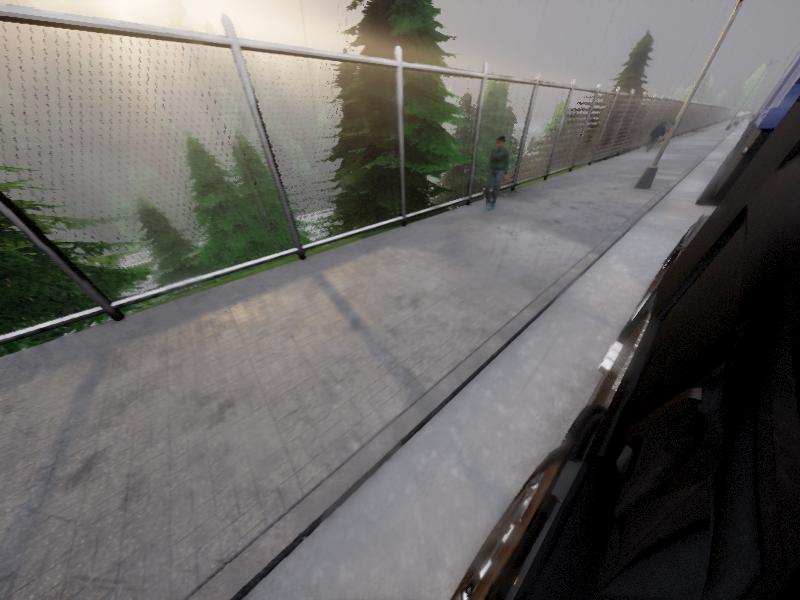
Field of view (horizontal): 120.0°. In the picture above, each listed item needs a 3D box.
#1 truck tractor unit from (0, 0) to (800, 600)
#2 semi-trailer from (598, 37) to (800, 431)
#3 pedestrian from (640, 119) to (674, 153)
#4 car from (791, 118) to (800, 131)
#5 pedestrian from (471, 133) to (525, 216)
[{"bbox_3d":[2.645,-0.295,0.352,6.516,4.208,3.053,-28,44,-30],"label":"truck tractor unit"},{"bbox_3d":[8.691,-3.598,4.252,14.254,4.402,2.717,-28,43,-30],"label":"semi-trailer"},{"bbox_3d":[17.706,-11.289,15.976,0.751,1.860,0.751,-27,43,-29],"label":"pedestrian"},{"bbox_3d":[53.171,-22.932,29.870,3.806,1.475,1.970,-28,43,-30],"label":"car"},{"bbox_3d":[2.651,-3.449,6.394,0.751,1.860,0.751,-28,43,-30],"label":"pedestrian"}]
